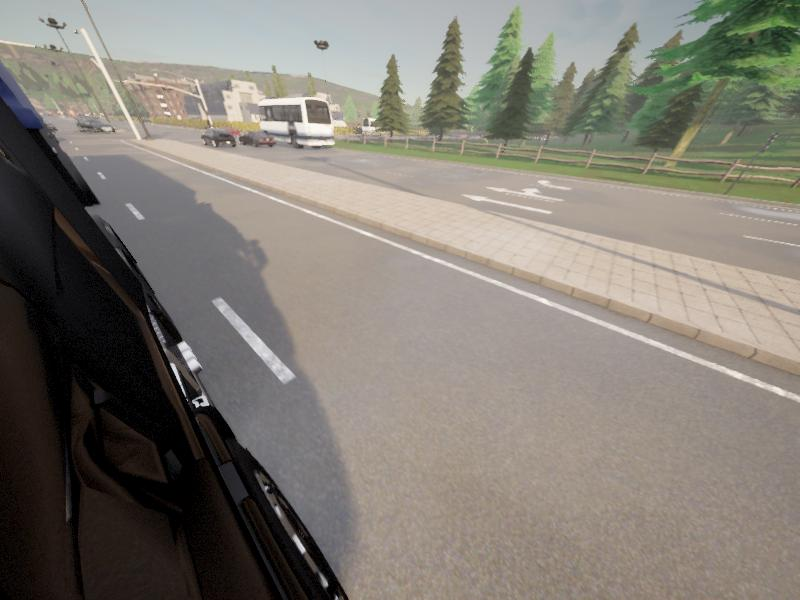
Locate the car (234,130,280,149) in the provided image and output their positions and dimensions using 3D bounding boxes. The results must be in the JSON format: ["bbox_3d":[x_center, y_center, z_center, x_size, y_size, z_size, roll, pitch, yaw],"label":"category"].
[{"bbox_3d":[-15.682,-17.634,25.279,5.357,1.411,2.033,28,43,30],"label":"car"}]

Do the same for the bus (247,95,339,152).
[{"bbox_3d":[-11.873,-19.418,25.537,10.273,4.253,3.944,28,43,30],"label":"bus"}]

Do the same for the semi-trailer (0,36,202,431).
[{"bbox_3d":[-8.728,-3.575,4.214,14.254,4.402,2.717,28,43,30],"label":"semi-trailer"}]

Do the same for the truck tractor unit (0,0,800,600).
[{"bbox_3d":[-2.645,-0.295,0.352,6.516,4.208,3.053,28,44,30],"label":"truck tractor unit"}]

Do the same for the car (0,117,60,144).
[{"bbox_3d":[-32.307,-14.875,20.265,5.027,1.651,2.152,28,43,30],"label":"car"}]

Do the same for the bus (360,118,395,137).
[{"bbox_3d":[-6.392,-50.863,68.349,3.944,4.253,10.273,29,44,30],"label":"bus"}]

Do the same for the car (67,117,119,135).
[{"bbox_3d":[-43.284,-24.582,32.635,4.856,1.649,2.033,11,38,10],"label":"car"}]

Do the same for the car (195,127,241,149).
[{"bbox_3d":[-18.441,-16.418,23.371,4.892,1.490,1.837,28,43,30],"label":"car"}]

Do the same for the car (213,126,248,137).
[{"bbox_3d":[-28.829,-28.749,39.438,1.994,1.385,4.181,32,45,33],"label":"car"}]
